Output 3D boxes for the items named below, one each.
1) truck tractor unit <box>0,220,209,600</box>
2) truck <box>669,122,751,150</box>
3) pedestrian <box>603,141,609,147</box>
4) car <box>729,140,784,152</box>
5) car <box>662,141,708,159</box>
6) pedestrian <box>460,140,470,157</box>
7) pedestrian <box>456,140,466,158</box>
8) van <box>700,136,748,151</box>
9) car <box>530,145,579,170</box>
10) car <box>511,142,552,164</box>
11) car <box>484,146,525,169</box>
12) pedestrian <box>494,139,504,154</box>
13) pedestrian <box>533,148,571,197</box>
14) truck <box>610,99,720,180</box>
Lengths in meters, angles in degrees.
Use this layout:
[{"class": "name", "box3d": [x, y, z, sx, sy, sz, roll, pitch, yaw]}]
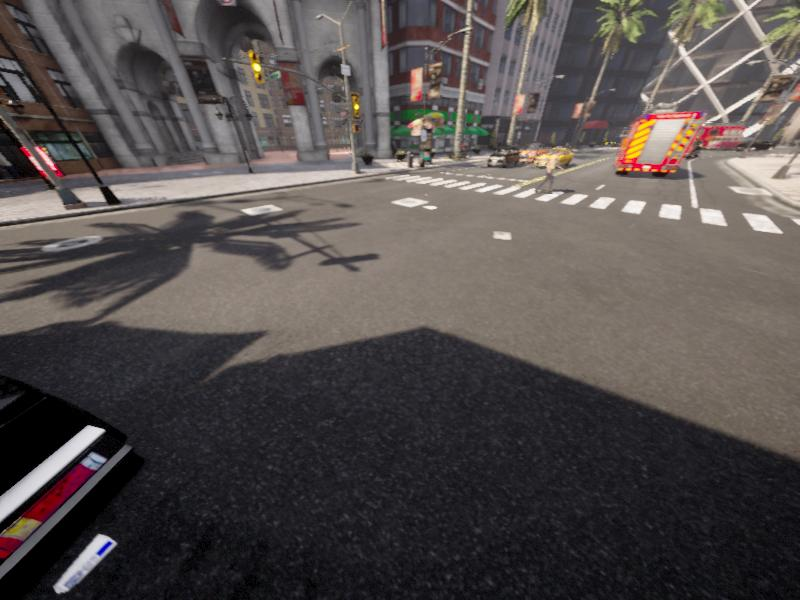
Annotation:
[{"class": "truck tractor unit", "box3d": [-5.362, 0.105, 0.257, 6.516, 4.208, 3.053, 5, 37, 8]}, {"class": "truck", "box3d": [54.455, -28.841, 40.844, 8.468, 3.827, 2.891, -1, 35, 0]}, {"class": "pedestrian", "box3d": [45.303, -34.171, 50.731, 0.500, 1.100, 0.500, -10, 36, -13]}, {"class": "car", "box3d": [54.796, -23.717, 35.547, 4.892, 1.490, 1.837, -1, 35, -1]}, {"class": "car", "box3d": [34.251, -18.037, 27.719, 5.027, 1.651, 2.152, -21, 40, -27]}, {"class": "pedestrian", "box3d": [8.461, -19.752, 30.157, 0.751, 1.860, 0.751, 29, 44, 35]}, {"class": "pedestrian", "box3d": [7.801, -19.417, 29.690, 0.751, 1.860, 0.751, -26, 42, -31]}, {"class": "van", "box3d": [53.616, -25.942, 38.323, 4.442, 1.987, 1.775, -2, 35, -2]}, {"class": "car", "box3d": [13.862, -12.770, 20.625, 5.366, 1.575, 1.801, -30, 44, -35]}, {"class": "car", "box3d": [14.173, -15.872, 24.865, 4.553, 1.767, 2.097, -30, 44, -35]}, {"class": "car", "box3d": [9.607, -13.146, 21.267, 1.789, 1.549, 3.705, 29, 45, 36]}, {"class": "pedestrian", "box3d": [14.978, -23.265, 35.052, 0.751, 1.860, 0.751, -25, 42, -31]}, {"class": "pedestrian", "box3d": [6.881, -5.817, 10.535, 0.751, 1.860, 0.751, 27, 43, 34]}, {"class": "truck", "box3d": [18.128, -11.506, 16.776, 2.891, 3.827, 8.468, 22, 41, 29]}]
